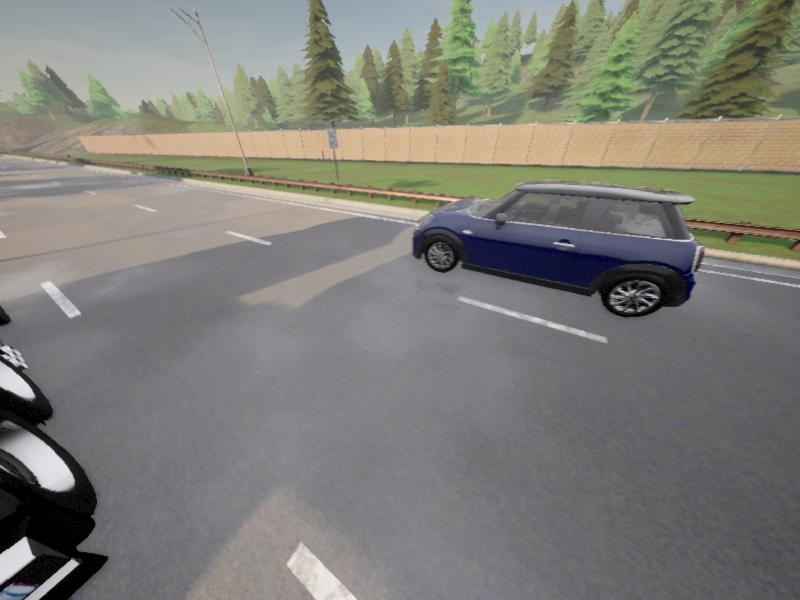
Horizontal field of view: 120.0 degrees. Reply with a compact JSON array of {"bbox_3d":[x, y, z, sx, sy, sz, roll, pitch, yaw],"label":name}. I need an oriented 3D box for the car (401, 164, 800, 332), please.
[{"bbox_3d":[2.527,-1.433,4.475,4.553,1.767,2.097,18,39,24],"label":"car"}]

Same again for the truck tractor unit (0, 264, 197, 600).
[{"bbox_3d":[-5.116,-0.294,0.785,6.516,4.208,3.053,18,39,24],"label":"truck tractor unit"}]
